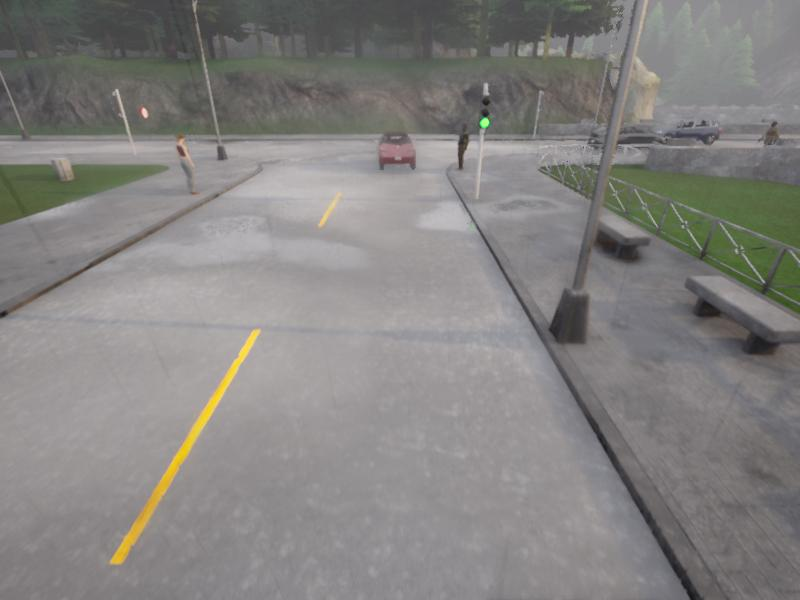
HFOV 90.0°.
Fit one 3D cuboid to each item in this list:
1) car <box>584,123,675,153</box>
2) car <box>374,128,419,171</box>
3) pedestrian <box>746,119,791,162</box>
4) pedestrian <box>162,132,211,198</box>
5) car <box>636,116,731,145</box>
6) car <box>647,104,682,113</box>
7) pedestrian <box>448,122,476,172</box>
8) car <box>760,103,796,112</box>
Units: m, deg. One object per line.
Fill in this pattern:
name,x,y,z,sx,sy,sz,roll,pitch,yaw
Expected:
car,13.659,-9.761,24.049,4.193,1.474,1.816,0,27,-1
car,-0.252,-7.311,19.235,1.845,1.501,3.633,-2,27,-4
pedestrian,17.625,-7.638,19.177,0.751,1.860,0.751,0,27,0
pedestrian,-6.790,-4.326,12.785,0.751,1.860,0.751,17,32,30
car,19.427,-11.707,27.620,4.611,1.667,2.242,0,27,0
car,49.725,-36.061,75.283,4.792,1.488,2.163,0,27,0
pedestrian,2.602,-6.453,16.887,0.751,1.860,0.751,-14,30,-26
car,74.435,-37.928,78.849,4.892,1.490,1.837,0,27,0
